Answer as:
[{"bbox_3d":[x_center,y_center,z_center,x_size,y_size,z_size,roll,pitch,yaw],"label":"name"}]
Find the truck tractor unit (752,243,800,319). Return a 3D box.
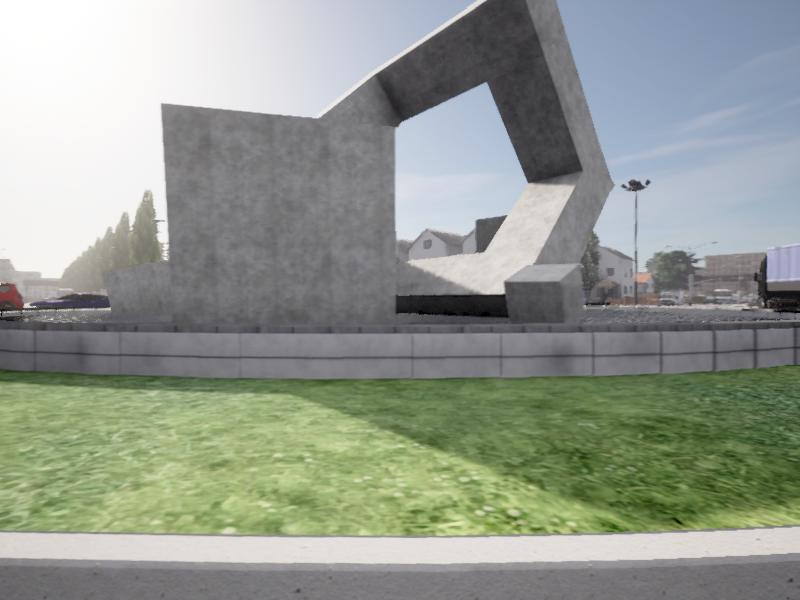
[{"bbox_3d":[24.258,-1.066,24.547,3.053,4.208,6.516,0,0,32],"label":"truck tractor unit"}]

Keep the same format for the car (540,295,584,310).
[{"bbox_3d":[18.404,0.260,45.471,5.238,1.638,1.930,0,0,-32],"label":"car"}]

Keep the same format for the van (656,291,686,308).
[{"bbox_3d":[40.662,-0.101,59.976,6.366,2.431,2.351,0,0,-44],"label":"van"}]

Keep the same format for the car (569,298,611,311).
[{"bbox_3d":[20.215,0.427,42.504,4.718,1.301,1.895,0,0,-32],"label":"car"}]

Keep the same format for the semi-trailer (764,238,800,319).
[{"bbox_3d":[22.668,-1.182,16.957,2.717,4.402,14.254,0,0,5],"label":"semi-trailer"}]

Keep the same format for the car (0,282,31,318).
[{"bbox_3d":[-23.503,0.000,21.249,2.150,2.045,5.566,0,0,9],"label":"car"}]

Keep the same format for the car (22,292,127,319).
[{"bbox_3d":[-19.393,0.307,24.123,1.812,1.442,4.674,0,0,19],"label":"car"}]
